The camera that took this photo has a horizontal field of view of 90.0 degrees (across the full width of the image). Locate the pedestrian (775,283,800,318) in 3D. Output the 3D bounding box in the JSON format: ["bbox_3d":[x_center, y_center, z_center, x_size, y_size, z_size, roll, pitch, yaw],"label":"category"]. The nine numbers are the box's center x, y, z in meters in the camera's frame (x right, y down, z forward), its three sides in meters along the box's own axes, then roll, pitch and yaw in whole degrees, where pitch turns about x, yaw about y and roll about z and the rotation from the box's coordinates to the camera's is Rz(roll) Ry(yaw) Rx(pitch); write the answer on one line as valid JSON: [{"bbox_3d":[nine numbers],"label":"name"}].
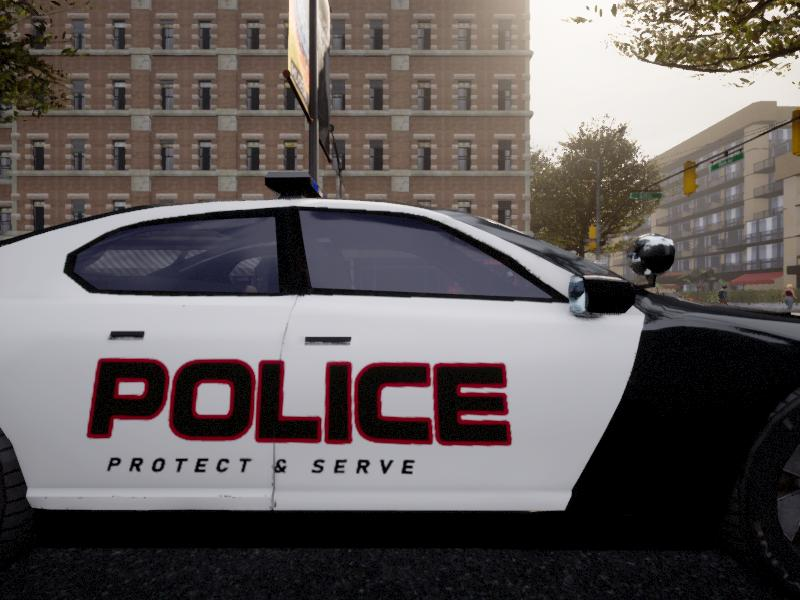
[{"bbox_3d":[20.939,0.037,21.545,0.751,1.860,0.751,0,0,-6],"label":"pedestrian"}]

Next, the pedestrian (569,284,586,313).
[{"bbox_3d":[11.521,-0.115,25.976,0.751,1.860,0.751,0,0,-41],"label":"pedestrian"}]

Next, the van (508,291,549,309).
[{"bbox_3d":[15.392,-0.003,48.010,4.442,1.987,1.775,0,0,34],"label":"van"}]

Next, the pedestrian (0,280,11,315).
[{"bbox_3d":[-21.455,-0.115,21.317,0.751,1.860,0.751,0,0,3],"label":"pedestrian"}]

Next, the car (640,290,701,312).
[{"bbox_3d":[23.006,0.094,34.242,2.097,1.767,4.553,0,0,0],"label":"car"}]

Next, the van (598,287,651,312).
[{"bbox_3d":[19.501,-0.029,35.025,2.069,2.038,4.480,0,0,0],"label":"van"}]

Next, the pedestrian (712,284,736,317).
[{"bbox_3d":[18.371,0.037,22.683,0.751,1.860,0.751,0,0,3],"label":"pedestrian"}]

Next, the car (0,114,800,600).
[{"bbox_3d":[-0.057,0.226,2.190,4.974,1.542,2.038,0,0,0],"label":"car"}]

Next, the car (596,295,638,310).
[{"bbox_3d":[22.962,0.245,42.615,1.837,1.490,4.892,0,0,0],"label":"car"}]

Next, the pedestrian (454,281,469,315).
[{"bbox_3d":[3.364,-0.115,21.835,0.751,1.860,0.751,0,0,2],"label":"pedestrian"}]

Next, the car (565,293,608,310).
[{"bbox_3d":[19.468,0.180,41.974,2.152,1.651,5.027,0,0,0],"label":"car"}]
